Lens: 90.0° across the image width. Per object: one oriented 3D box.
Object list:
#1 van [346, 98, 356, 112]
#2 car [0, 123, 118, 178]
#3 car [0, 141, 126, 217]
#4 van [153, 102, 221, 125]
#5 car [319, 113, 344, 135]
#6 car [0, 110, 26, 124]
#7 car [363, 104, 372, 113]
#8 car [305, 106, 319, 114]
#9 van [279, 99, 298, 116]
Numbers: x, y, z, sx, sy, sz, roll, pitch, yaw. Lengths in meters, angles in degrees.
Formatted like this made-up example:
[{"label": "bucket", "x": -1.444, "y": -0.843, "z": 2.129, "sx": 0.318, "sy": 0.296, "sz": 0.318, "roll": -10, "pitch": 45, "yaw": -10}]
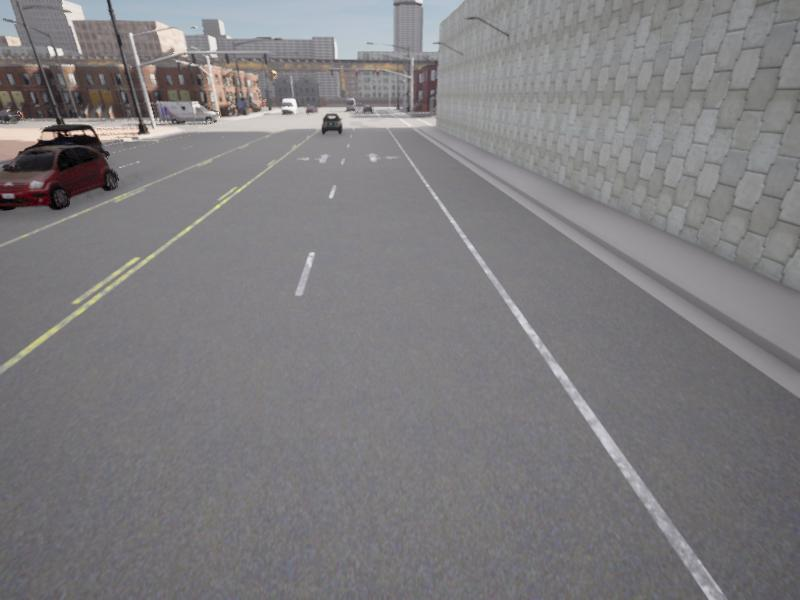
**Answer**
[{"label": "van", "x": -10.577, "y": -42.245, "z": 86.603, "sx": 1.988, "sy": 2.561, "sz": 5.915, "roll": -2, "pitch": 27, "yaw": -4}, {"label": "car", "x": -15.040, "y": -6.804, "z": 17.970, "sx": 1.905, "sy": 1.878, "sz": 3.866, "roll": -2, "pitch": 27, "yaw": -4}, {"label": "car", "x": -11.066, "y": -4.016, "z": 12.813, "sx": 1.851, "sy": 1.617, "sz": 3.988, "roll": -2, "pitch": 27, "yaw": -4}, {"label": "van", "x": -25.085, "y": -22.176, "z": 47.502, "sx": 6.366, "sy": 2.431, "sz": 2.351, "roll": -3, "pitch": 27, "yaw": -6}, {"label": "car", "x": -6.128, "y": -16.002, "z": 36.255, "sx": 1.851, "sy": 1.617, "sz": 3.988, "roll": -2, "pitch": 27, "yaw": -4}, {"label": "car", "x": -49.554, "y": -22.383, "z": 48.999, "sx": 4.902, "sy": 1.511, "sz": 2.128, "roll": -2, "pitch": 27, "yaw": -4}, {"label": "car", "x": -6.551, "y": -38.804, "z": 81.063, "sx": 1.812, "sy": 1.442, "sz": 4.674, "roll": -2, "pitch": 27, "yaw": -4}, {"label": "car", "x": -16.552, "y": -35.683, "z": 75.070, "sx": 1.994, "sy": 1.385, "sz": 4.181, "roll": -2, "pitch": 27, "yaw": -4}, {"label": "van", "x": -19.754, "y": -34.360, "z": 71.208, "sx": 1.988, "sy": 2.561, "sz": 5.915, "roll": -2, "pitch": 27, "yaw": -4}]
